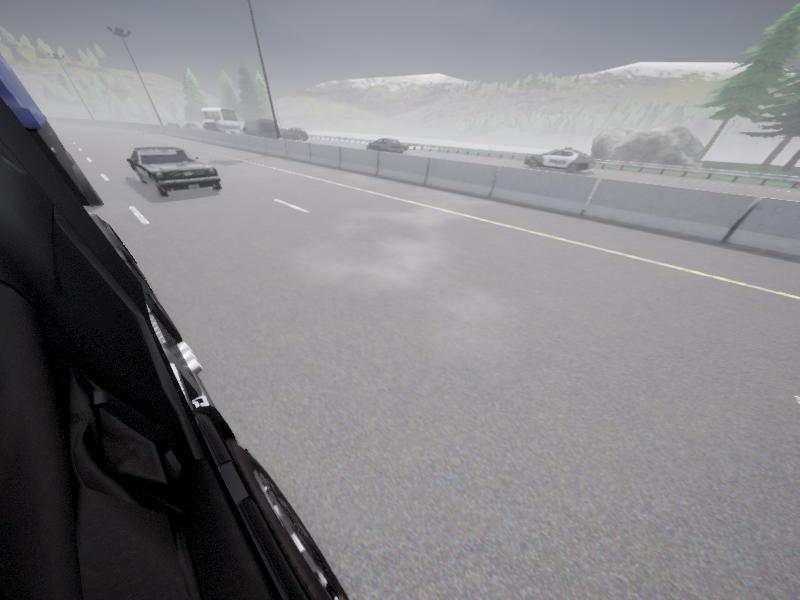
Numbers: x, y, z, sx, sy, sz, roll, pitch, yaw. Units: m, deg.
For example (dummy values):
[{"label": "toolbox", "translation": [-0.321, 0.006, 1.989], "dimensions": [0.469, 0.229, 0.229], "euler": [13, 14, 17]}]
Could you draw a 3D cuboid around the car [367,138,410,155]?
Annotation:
[{"label": "car", "translation": [-1.375, -17.423, 26.110], "dimensions": [4.718, 1.301, 1.895], "euler": [28, 43, 30]}]

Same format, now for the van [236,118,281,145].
[{"label": "van", "translation": [-17.892, -21.293, 29.183], "dimensions": [5.915, 2.561, 1.988], "euler": [27, 43, 31]}]

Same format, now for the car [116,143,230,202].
[{"label": "car", "translation": [-8.761, -5.053, 8.860], "dimensions": [4.718, 1.301, 1.895], "euler": [28, 43, 30]}]

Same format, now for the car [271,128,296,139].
[{"label": "car", "translation": [-21.687, -31.034, 42.979], "dimensions": [4.514, 1.525, 2.007], "euler": [28, 43, 30]}]

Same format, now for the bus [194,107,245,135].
[{"label": "bus", "translation": [-38.267, -37.987, 48.982], "dimensions": [10.273, 4.253, 3.944], "euler": [25, 42, 27]}]

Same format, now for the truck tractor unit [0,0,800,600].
[{"label": "truck tractor unit", "translation": [-2.645, -0.295, 0.351], "dimensions": [6.516, 4.208, 3.053], "euler": [28, 44, 30]}]

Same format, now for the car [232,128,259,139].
[{"label": "car", "translation": [-25.686, -27.634, 38.299], "dimensions": [4.718, 1.301, 1.895], "euler": [28, 43, 30]}]

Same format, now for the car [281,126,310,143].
[{"label": "car", "translation": [-16.160, -25.572, 35.660], "dimensions": [4.605, 1.855, 1.932], "euler": [30, 44, 32]}]

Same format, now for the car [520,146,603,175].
[{"label": "car", "translation": [12.991, -11.532, 18.897], "dimensions": [2.038, 1.542, 4.974], "euler": [-25, 44, -32]}]

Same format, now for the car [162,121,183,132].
[{"label": "car", "translation": [-47.274, -36.028, 47.991], "dimensions": [3.705, 1.549, 1.789], "euler": [23, 41, 26]}]

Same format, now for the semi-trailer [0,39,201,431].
[{"label": "semi-trailer", "translation": [-8.701, -3.588, 4.246], "dimensions": [14.254, 4.402, 2.717], "euler": [28, 43, 30]}]

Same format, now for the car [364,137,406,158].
[{"label": "car", "translation": [-1.524, -15.045, 22.729], "dimensions": [1.816, 1.474, 4.193], "euler": [-27, 46, -34]}]

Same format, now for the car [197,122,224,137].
[{"label": "car", "translation": [-31.256, -28.127, 38.090], "dimensions": [3.866, 1.878, 1.905], "euler": [28, 43, 30]}]
